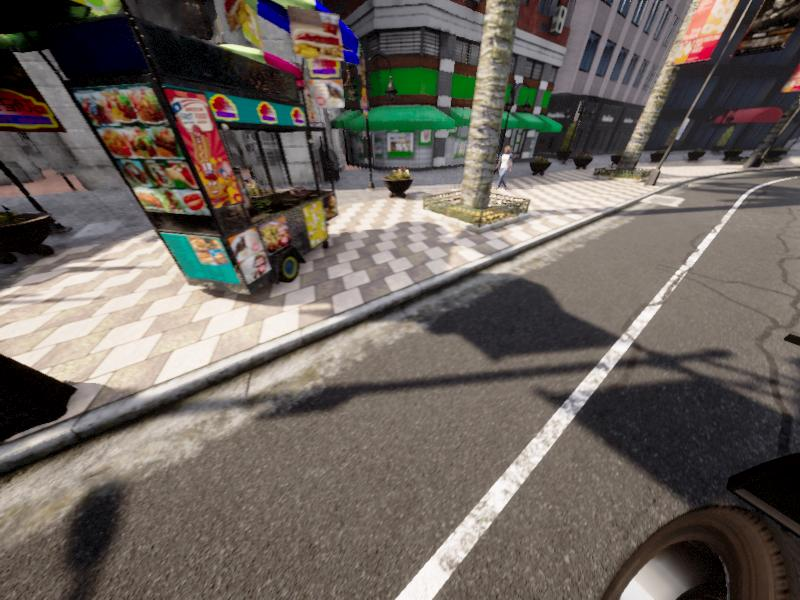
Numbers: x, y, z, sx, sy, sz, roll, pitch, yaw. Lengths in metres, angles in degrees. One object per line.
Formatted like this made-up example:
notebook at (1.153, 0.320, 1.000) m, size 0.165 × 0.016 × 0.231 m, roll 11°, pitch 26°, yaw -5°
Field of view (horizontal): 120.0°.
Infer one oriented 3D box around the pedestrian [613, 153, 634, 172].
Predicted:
pedestrian at (15.714, -9.683, 16.251) m, size 0.500 × 1.100 × 0.500 m, roll -17°, pitch 39°, yaw -23°

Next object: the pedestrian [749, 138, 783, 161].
pedestrian at (35.523, -14.630, 22.458) m, size 0.751 × 1.860 × 0.751 m, roll -6°, pitch 36°, yaw -7°

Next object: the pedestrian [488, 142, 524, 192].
pedestrian at (4.757, -6.001, 10.454) m, size 0.751 × 1.860 × 0.751 m, roll -21°, pitch 40°, yaw -27°
